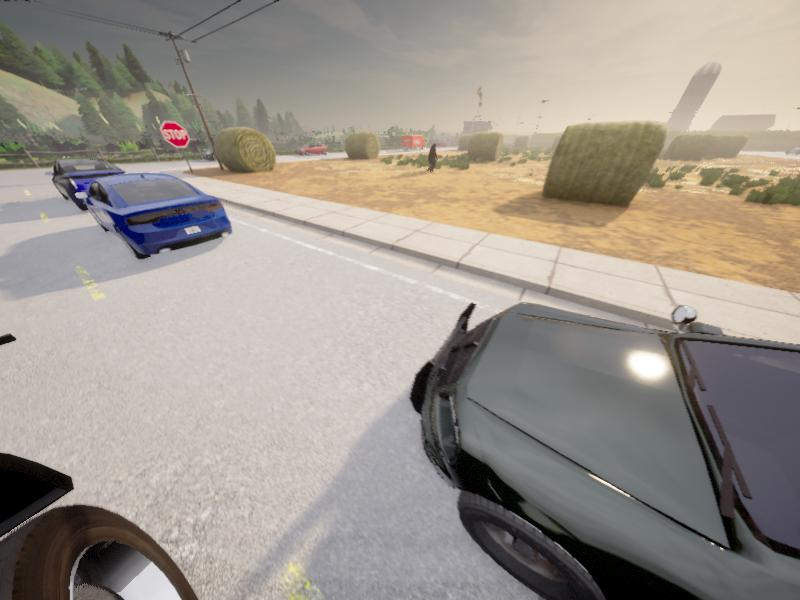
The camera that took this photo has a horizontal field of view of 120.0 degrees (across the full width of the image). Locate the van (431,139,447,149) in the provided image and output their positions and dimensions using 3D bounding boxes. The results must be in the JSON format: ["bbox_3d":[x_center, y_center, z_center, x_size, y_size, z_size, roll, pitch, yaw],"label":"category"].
[{"bbox_3d":[9.531,-37.954,56.051,1.775,1.987,4.442,24,41,30],"label":"van"}]

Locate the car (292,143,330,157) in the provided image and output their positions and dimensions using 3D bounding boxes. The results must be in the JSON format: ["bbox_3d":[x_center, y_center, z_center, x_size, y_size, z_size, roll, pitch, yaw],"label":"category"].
[{"bbox_3d":[-12.416,-21.262,32.594,2.007,1.525,4.514,24,41,30],"label":"car"}]

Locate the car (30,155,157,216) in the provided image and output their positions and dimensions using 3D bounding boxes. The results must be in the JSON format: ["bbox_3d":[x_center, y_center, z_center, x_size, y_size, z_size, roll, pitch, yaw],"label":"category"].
[{"bbox_3d":[-12.152,-4.708,9.168,4.514,1.525,2.007,22,40,27],"label":"car"}]

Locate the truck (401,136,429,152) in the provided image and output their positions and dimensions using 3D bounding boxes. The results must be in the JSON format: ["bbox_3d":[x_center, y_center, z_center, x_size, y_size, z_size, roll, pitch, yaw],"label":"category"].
[{"bbox_3d":[2.897,-29.837,44.062,2.627,2.467,5.204,24,41,30],"label":"truck"}]

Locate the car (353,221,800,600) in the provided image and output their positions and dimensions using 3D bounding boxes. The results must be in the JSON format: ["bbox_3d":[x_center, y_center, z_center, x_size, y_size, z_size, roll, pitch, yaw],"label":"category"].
[{"bbox_3d":[2.413,1.128,1.008,4.974,1.542,2.038,22,41,27],"label":"car"}]

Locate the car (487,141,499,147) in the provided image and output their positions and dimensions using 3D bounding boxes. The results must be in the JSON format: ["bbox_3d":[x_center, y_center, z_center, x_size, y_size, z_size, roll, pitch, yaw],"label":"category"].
[{"bbox_3d":[29.123,-49.113,72.558,1.970,1.475,3.806,27,43,33],"label":"car"}]

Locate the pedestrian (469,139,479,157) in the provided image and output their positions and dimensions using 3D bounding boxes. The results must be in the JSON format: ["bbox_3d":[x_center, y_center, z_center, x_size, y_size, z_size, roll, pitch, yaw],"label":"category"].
[{"bbox_3d":[9.487,-19.444,29.595,0.751,1.860,0.751,14,37,18],"label":"pedestrian"}]

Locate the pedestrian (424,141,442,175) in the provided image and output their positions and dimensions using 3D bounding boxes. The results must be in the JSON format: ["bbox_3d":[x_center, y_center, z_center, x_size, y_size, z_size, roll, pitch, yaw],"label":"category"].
[{"bbox_3d":[2.165,-9.526,15.479,0.751,1.860,0.751,-14,38,-19],"label":"pedestrian"}]

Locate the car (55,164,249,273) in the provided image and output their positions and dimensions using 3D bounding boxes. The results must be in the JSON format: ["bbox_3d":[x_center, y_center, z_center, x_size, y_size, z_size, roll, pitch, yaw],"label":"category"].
[{"bbox_3d":[-6.445,-2.430,5.971,5.008,1.535,1.882,22,40,27],"label":"car"}]

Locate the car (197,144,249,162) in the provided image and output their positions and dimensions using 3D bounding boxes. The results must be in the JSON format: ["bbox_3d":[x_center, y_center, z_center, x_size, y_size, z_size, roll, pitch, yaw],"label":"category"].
[{"bbox_3d":[-19.268,-16.100,25.257,1.970,1.475,3.806,24,42,30],"label":"car"}]
